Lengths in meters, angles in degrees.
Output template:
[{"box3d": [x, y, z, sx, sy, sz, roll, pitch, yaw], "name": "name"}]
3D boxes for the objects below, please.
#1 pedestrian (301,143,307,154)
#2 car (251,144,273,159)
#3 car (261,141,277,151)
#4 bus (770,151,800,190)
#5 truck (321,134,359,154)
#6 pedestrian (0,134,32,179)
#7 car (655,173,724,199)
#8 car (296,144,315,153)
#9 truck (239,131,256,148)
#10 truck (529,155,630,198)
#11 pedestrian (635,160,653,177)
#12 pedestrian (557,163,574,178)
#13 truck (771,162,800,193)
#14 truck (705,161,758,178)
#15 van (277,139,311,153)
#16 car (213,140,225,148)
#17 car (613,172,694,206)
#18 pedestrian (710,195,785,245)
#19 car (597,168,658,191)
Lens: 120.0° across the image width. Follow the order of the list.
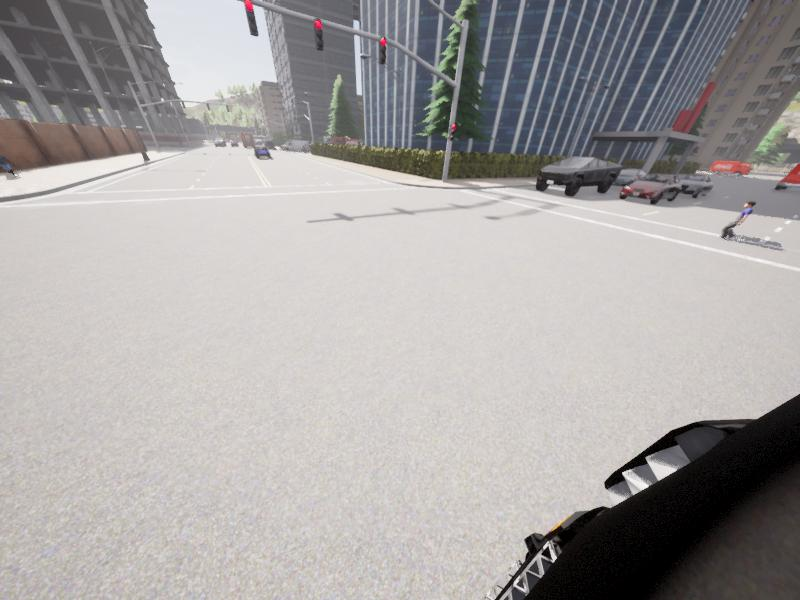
[{"box3d": [-20.166, -31.857, 48.608, 0.751, 1.860, 0.751, -11, 36, -20], "name": "pedestrian"}, {"box3d": [-19.678, -21.140, 32.883, 2.007, 1.525, 4.514, -16, 38, -26], "name": "car"}, {"box3d": [-33.393, -39.342, 58.879, 3.866, 1.878, 1.905, 27, 41, 32], "name": "car"}, {"box3d": [49.691, -15.578, 27.270, 10.273, 4.253, 3.944, -16, 38, -26], "name": "bus"}, {"box3d": [-15.183, -39.692, 59.026, 8.468, 3.827, 2.891, -16, 38, -26], "name": "truck"}, {"box3d": [-18.386, -6.630, 10.553, 0.751, 1.860, 0.751, -19, 39, -29], "name": "pedestrian"}, {"box3d": [21.357, -8.490, 17.054, 4.181, 1.385, 1.994, -17, 38, -27], "name": "car"}, {"box3d": [-24.002, -38.424, 58.526, 3.988, 1.617, 1.851, -16, 38, -27], "name": "car"}, {"box3d": [-44.380, -46.624, 67.210, 2.891, 3.827, 8.468, -16, 38, -26], "name": "truck"}, {"box3d": [12.017, -8.362, 15.488, 6.274, 2.098, 2.390, -16, 38, -26], "name": "truck"}, {"box3d": [31.526, -17.001, 29.860, 0.751, 1.860, 0.751, -17, 38, -27], "name": "pedestrian"}, {"box3d": [16.700, -13.104, 23.375, 0.751, 1.300, 0.751, -15, 38, -25], "name": "pedestrian"}, {"box3d": [41.416, -12.414, 23.487, 5.204, 2.467, 2.627, -16, 38, -26], "name": "truck"}, {"box3d": [66.225, -26.250, 46.283, 2.627, 2.467, 5.204, -16, 38, -26], "name": "truck"}, {"box3d": [-24.740, -36.160, 54.248, 2.351, 2.431, 6.366, 28, 41, 33], "name": "van"}, {"box3d": [-47.903, -41.323, 61.162, 2.033, 1.411, 5.357, -16, 38, -26], "name": "car"}, {"box3d": [15.307, -6.804, 13.962, 4.193, 1.474, 1.816, -16, 38, -26], "name": "car"}, {"box3d": [11.052, -2.586, 7.410, 0.751, 1.300, 0.751, -21, 41, -32], "name": "pedestrian"}, {"box3d": [18.805, -10.027, 19.101, 4.674, 1.442, 1.812, -16, 38, -26], "name": "car"}]
